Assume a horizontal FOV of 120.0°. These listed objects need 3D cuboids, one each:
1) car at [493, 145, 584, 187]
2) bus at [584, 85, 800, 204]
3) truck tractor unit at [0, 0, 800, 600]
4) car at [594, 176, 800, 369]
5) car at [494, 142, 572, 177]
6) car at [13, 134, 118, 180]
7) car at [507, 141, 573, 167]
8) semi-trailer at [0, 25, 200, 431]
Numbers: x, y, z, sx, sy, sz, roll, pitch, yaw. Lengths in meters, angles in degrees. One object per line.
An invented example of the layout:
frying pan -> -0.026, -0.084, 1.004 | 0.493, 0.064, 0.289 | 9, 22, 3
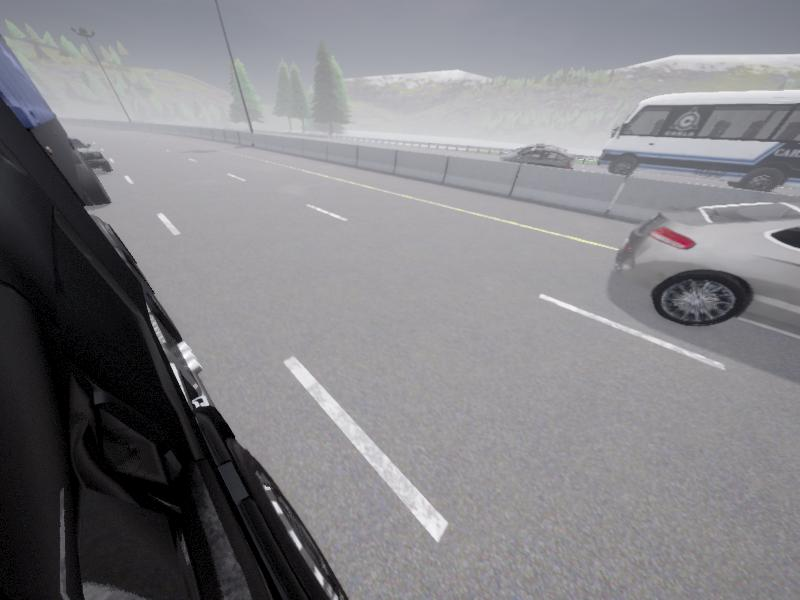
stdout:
car -> 7.601, -7.593, 12.965 | 3.705, 1.549, 1.789 | 30, 44, 31
bus -> 17.509, -8.612, 12.693 | 10.273, 4.253, 3.944 | 30, 44, 31
truck tractor unit -> -2.645, -0.295, 0.351 | 6.516, 4.208, 3.053 | 28, 44, 30
car -> 5.938, -0.114, 2.811 | 5.027, 1.651, 2.152 | 30, 44, 31
car -> 8.939, -9.675, 15.788 | 3.988, 1.617, 1.851 | 30, 44, 31
car -> -15.220, -6.634, 10.494 | 4.718, 1.301, 1.895 | 25, 43, 27
car -> 12.479, -13.264, 20.871 | 4.514, 1.525, 2.007 | 30, 44, 31
semi-trailer -> -8.617, -3.657, 4.309 | 14.254, 4.402, 2.717 | 29, 44, 31
